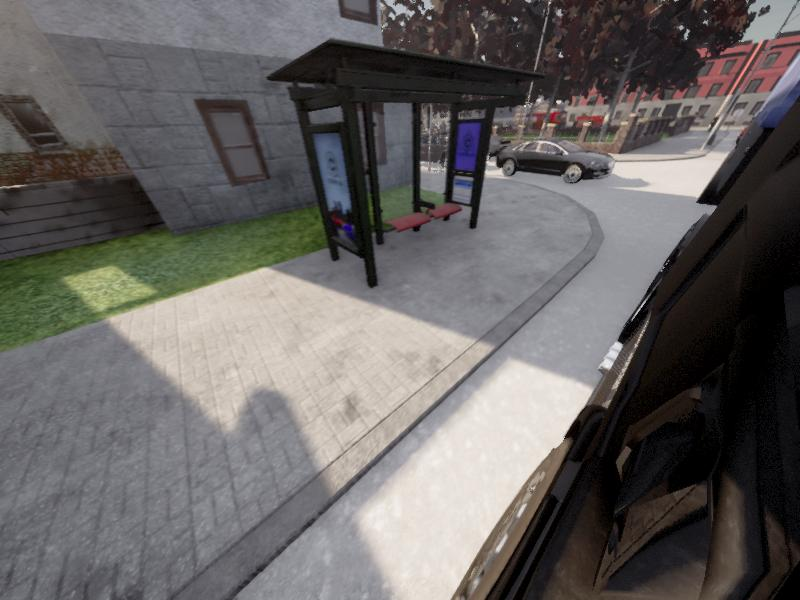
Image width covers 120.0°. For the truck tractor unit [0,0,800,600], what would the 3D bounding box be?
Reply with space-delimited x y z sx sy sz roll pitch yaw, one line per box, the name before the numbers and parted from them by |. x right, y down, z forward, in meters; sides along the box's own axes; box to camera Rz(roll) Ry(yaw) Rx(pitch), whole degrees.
truck tractor unit | 2.645 -0.295 0.351 6.516 4.208 3.053 -28 44 -30

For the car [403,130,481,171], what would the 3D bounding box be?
car | 2.479 -9.703 14.849 1.932 1.855 4.605 -28 44 -30

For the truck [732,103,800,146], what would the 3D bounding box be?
truck | 29.024 -13.690 18.008 5.204 2.467 2.627 -28 44 -30

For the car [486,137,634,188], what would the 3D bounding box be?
car | 6.834 -6.459 10.561 2.128 1.511 4.902 -26 43 -28

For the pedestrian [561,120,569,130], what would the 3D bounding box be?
pedestrian | 37.722 -39.939 52.722 0.751 1.860 0.751 28 46 34

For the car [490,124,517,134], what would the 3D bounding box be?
car | 24.451 -40.535 54.756 2.152 1.651 5.027 -28 44 -30

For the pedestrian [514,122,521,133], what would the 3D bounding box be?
pedestrian | 24.634 -36.109 48.438 0.751 1.860 0.751 -13 38 -14

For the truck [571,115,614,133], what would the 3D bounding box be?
truck | 35.945 -32.984 43.275 2.627 2.467 5.204 -29 44 -30

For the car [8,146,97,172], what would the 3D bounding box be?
car | -35.267 -14.549 23.730 4.553 1.767 2.097 -28 44 -30

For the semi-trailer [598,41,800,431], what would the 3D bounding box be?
semi-trailer | 8.694 -3.610 4.229 14.254 4.402 2.717 -28 44 -30

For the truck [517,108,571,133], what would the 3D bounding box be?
truck | 30.030 -37.559 48.610 2.891 3.827 8.468 -28 44 -30

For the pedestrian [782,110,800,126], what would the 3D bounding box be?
pedestrian | 56.604 -26.173 33.208 0.751 1.860 0.751 24 45 31

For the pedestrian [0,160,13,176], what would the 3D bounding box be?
pedestrian | -33.731 -11.354 19.109 0.751 1.860 0.751 -29 44 -31

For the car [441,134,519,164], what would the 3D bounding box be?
car | 5.571 -11.124 16.853 2.128 1.511 4.902 -28 44 -30
